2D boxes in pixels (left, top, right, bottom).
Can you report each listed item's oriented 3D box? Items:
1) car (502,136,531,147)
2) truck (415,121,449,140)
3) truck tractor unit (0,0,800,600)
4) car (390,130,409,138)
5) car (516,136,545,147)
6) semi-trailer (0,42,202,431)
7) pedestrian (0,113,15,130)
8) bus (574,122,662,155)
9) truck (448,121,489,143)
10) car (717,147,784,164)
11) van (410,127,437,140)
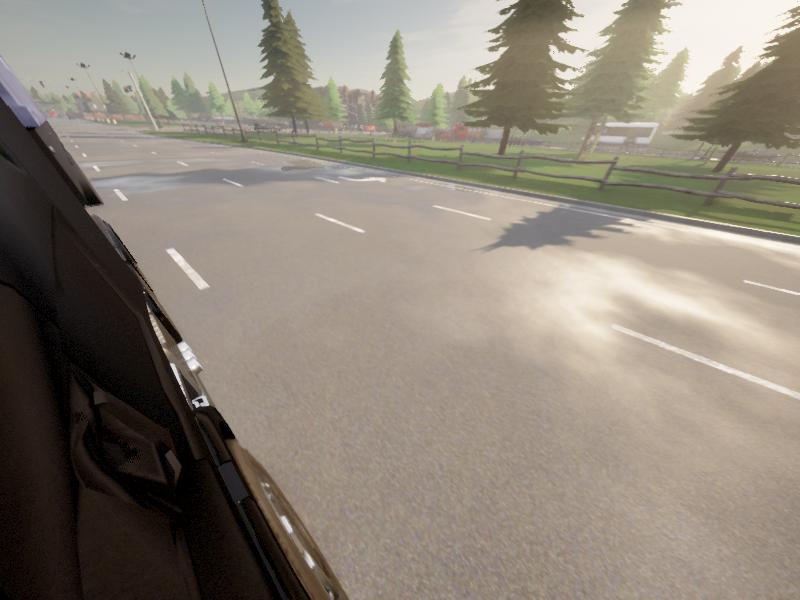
[{"bbox_3d":[23.975,-32.764,47.735,4.892,1.490,1.837,28,44,30],"label":"car"},{"bbox_3d":[8.259,-44.846,61.041,8.468,3.827,2.891,28,44,30],"label":"truck"},{"bbox_3d":[-2.645,-0.295,0.351,6.516,4.208,3.053,28,44,30],"label":"truck tractor unit"},{"bbox_3d":[-0.169,-45.699,63.522,4.856,1.649,2.033,28,44,30],"label":"car"},{"bbox_3d":[29.142,-35.539,51.722,5.008,1.535,1.882,29,44,30],"label":"car"},{"bbox_3d":[-8.705,-3.585,4.242,14.254,4.402,2.717,28,44,30],"label":"semi-trailer"},{"bbox_3d":[-53.293,-24.018,31.069,0.751,1.860,0.751,27,43,29],"label":"pedestrian"},{"bbox_3d":[38.239,-28.927,41.134,10.273,4.253,3.944,28,44,30],"label":"bus"},{"bbox_3d":[16.290,-40.563,55.775,8.468,3.827,2.891,28,44,30],"label":"truck"},{"bbox_3d":[49.866,-20.758,33.084,2.152,1.651,5.027,-27,46,-34],"label":"car"},{"bbox_3d":[5.995,-42.740,59.253,6.366,2.431,2.351,28,44,30],"label":"van"}]
